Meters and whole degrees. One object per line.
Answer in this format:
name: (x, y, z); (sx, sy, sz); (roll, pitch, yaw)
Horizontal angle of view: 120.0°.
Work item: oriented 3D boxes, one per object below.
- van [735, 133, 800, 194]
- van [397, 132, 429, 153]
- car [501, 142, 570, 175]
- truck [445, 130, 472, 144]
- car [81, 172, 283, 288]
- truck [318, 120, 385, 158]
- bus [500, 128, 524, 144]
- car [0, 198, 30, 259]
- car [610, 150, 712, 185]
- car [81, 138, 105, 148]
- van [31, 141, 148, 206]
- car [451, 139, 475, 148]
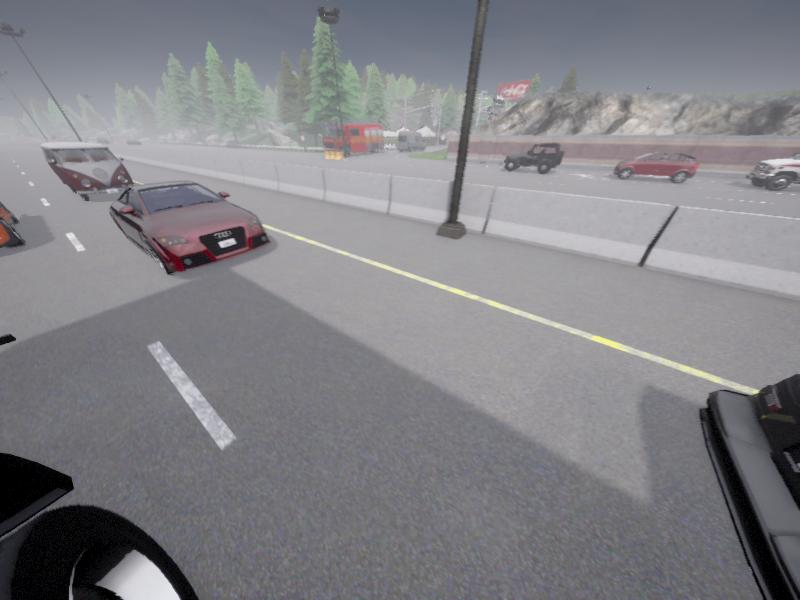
van: (21.817, -6.252, 10.744); (6.366, 2.431, 2.351); (22, 41, 28)
van: (2.036, -24.307, 35.575); (1.988, 2.561, 5.915); (22, 41, 28)
car: (10.158, -10.795, 17.515); (3.866, 1.878, 1.905); (22, 41, 28)
truck: (20.620, -57.482, 81.619); (8.468, 3.827, 2.891); (22, 41, 28)
car: (-5.063, -1.956, 5.415); (4.181, 1.385, 1.994); (22, 41, 28)
truck: (-6.133, -21.881, 31.177); (2.891, 3.827, 8.468); (28, 46, 32)
bus: (37.354, -54.566, 76.935); (3.944, 4.253, 10.273); (22, 41, 28)
car: (-10.994, -2.077, 5.179); (4.553, 1.767, 2.097); (22, 41, 28)
car: (15.840, -8.336, 14.388); (3.705, 1.549, 1.789); (22, 41, 28)
car: (-70.507, -36.092, 53.011); (5.027, 1.651, 2.152); (22, 41, 28)
van: (-13.277, -5.562, 9.900); (4.442, 1.987, 1.775); (22, 41, 28)
car: (13.943, -34.507, 51.033); (5.008, 1.535, 1.882); (-17, 39, -23)
